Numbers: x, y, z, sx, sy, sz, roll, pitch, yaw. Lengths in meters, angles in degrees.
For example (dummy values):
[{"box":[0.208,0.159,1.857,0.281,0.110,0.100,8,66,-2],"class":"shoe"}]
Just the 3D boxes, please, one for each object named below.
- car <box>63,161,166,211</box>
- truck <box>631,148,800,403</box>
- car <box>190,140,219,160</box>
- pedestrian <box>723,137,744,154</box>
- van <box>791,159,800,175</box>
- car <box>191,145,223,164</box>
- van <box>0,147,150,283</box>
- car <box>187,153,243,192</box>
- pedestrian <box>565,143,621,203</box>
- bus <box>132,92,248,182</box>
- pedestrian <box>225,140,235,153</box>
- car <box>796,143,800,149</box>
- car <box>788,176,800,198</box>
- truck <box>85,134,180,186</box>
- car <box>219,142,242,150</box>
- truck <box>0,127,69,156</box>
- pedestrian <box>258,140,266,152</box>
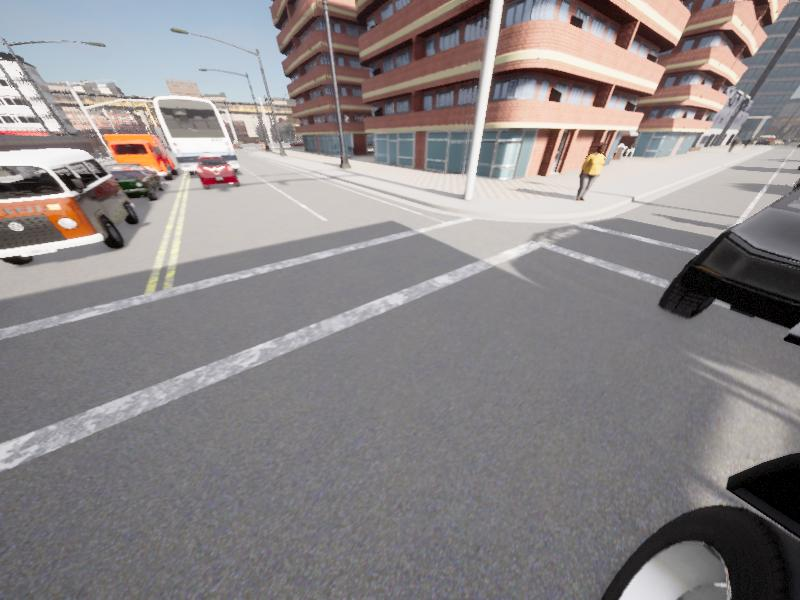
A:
[{"box":[-12.439,-5.365,10.485,1.895,1.301,4.718,-23,41,-29],"class":"car"},{"box":[6.701,-0.808,3.190,6.274,2.098,2.390,-18,39,-24],"class":"truck"},{"box":[-26.328,-20.265,31.065,2.150,2.045,5.566,-24,42,-30],"class":"car"},{"box":[45.666,-21.177,31.640,0.751,1.860,0.751,-24,41,-29],"class":"pedestrian"},{"box":[29.874,-9.893,15.919,4.480,2.038,2.069,-25,42,-30],"class":"van"},{"box":[-21.711,-16.356,25.935,2.038,1.542,4.974,-24,41,-29],"class":"car"},{"box":[-8.413,-2.437,5.657,2.069,2.038,4.480,-23,41,-29],"class":"van"},{"box":[-10.464,-7.335,13.059,1.845,1.501,3.633,-23,41,-28],"class":"car"},{"box":[7.071,-4.702,8.595,0.751,1.860,0.751,5,36,8],"class":"pedestrian"},{"box":[-15.466,-12.253,17.710,3.944,4.253,10.273,-23,41,-28],"class":"bus"},{"box":[-29.978,-27.053,40.787,0.751,1.860,0.751,-19,39,-25],"class":"pedestrian"},{"box":[80.568,-30.780,45.267,4.605,1.855,1.932,-27,43,-33],"class":"car"},{"box":[19.644,-5.418,10.244,4.181,1.385,1.994,-22,41,-28],"class":"car"},{"box":[-16.728,-9.238,14.991,2.627,2.467,5.204,-23,41,-28],"class":"truck"},{"box":[-40.192,-36.526,54.760,3.806,1.475,1.970,-12,37,-15],"class":"car"},{"box":[-62.941,-26.089,38.062,8.468,3.827,2.891,-22,41,-28],"class":"truck"},{"box":[-26.030,-29.035,43.532,0.751,1.860,0.751,-23,41,-29],"class":"pedestrian"}]
